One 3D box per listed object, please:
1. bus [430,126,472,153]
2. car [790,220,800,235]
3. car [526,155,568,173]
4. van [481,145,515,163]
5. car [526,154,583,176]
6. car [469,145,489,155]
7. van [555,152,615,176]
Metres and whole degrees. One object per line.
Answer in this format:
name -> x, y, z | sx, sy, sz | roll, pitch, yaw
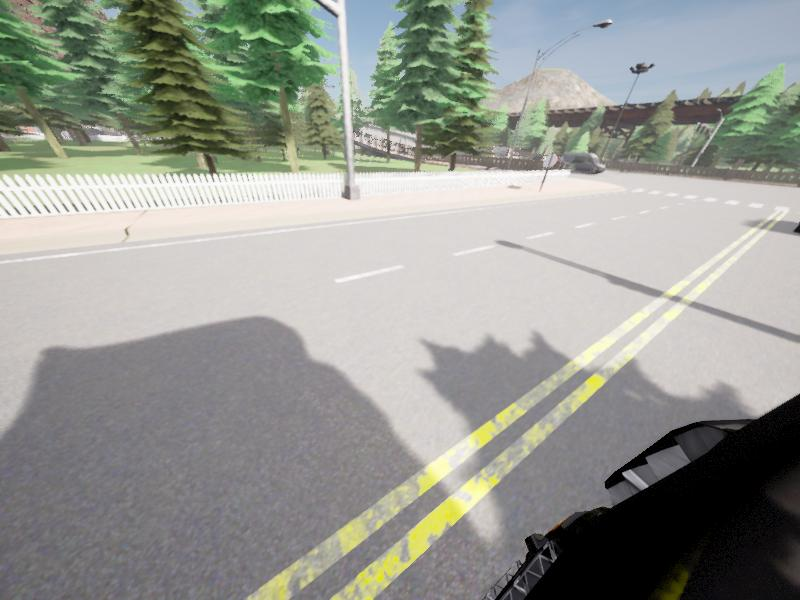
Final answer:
bus -> 12.844, -41.535, 59.731 | 3.944, 4.253, 10.273 | -18, 46, -28
car -> 17.925, -3.419, 8.924 | 4.553, 1.767, 2.097 | -17, 38, -27
car -> 21.661, -20.233, 34.332 | 1.932, 1.855, 4.605 | -18, 39, -28
van -> 21.285, -31.934, 50.451 | 2.351, 2.431, 6.366 | -18, 43, -28
car -> 20.265, -17.982, 30.704 | 2.150, 2.045, 5.566 | -18, 39, -29
car -> 20.901, -39.935, 61.397 | 2.163, 1.488, 4.792 | -18, 46, -28
van -> 26.499, -19.763, 33.438 | 1.988, 2.561, 5.915 | -18, 39, -28
